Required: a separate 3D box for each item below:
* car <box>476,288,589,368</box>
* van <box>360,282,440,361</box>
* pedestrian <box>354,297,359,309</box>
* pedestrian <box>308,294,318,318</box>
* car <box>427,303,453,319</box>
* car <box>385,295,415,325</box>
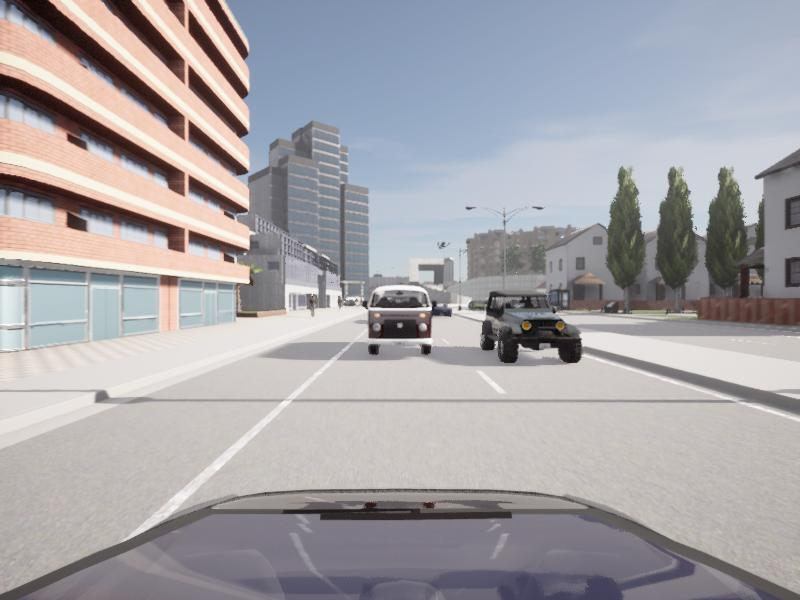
[{"bbox_3d":[3.492,0.640,11.356,1.905,1.878,3.866,0,1,0],"label":"car"},{"bbox_3d":[-0.007,0.569,12.570,2.069,2.038,4.480,0,0,0],"label":"van"},{"bbox_3d":[-6.931,0.470,64.235,0.751,1.860,0.751,0,0,0],"label":"pedestrian"},{"bbox_3d":[-6.988,0.476,32.039,0.751,1.860,0.751,0,0,-13],"label":"pedestrian"},{"bbox_3d":[3.481,0.935,35.590,1.895,1.301,4.718,0,0,0],"label":"car"},{"bbox_3d":[-0.014,0.648,27.675,1.932,1.855,4.605,0,0,0],"label":"car"}]
